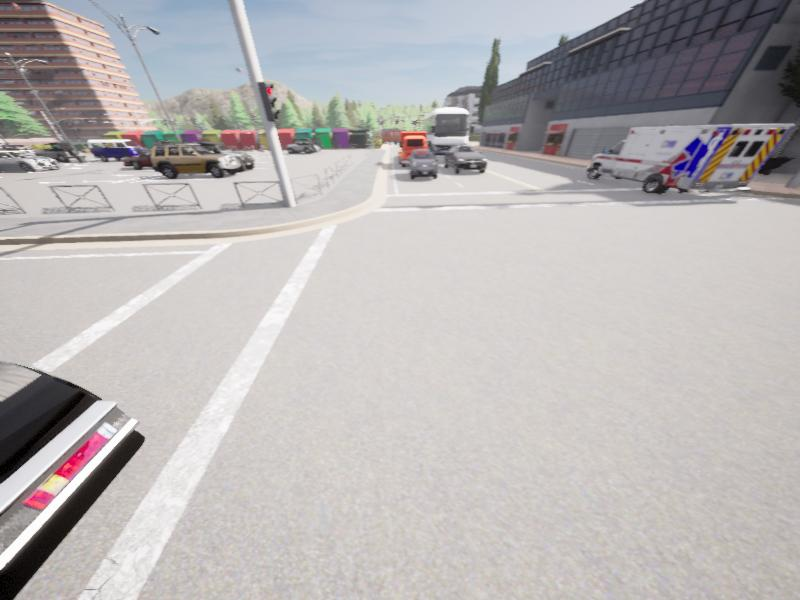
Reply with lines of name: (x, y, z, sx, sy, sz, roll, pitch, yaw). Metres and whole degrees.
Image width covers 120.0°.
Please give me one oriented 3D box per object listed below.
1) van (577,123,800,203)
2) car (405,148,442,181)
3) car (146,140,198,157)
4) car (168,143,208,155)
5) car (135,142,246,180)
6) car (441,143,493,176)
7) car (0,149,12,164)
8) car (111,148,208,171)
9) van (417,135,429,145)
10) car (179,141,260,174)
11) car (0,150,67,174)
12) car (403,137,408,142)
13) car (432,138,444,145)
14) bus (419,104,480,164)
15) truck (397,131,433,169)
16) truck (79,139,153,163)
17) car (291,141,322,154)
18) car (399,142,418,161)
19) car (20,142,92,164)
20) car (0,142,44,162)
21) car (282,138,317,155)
van: (12.091, -6.598, 10.806, 2.351, 2.431, 6.366, -2, 36, -2)
car: (1.374, -8.740, 14.780, 1.845, 1.501, 3.633, -2, 36, -2)
car: (-31.683, -21.213, 32.292, 4.605, 1.855, 1.932, -2, 36, -2)
car: (-31.775, -22.726, 34.770, 3.905, 1.438, 1.784, -2, 36, -2)
car: (-12.981, -8.872, 14.674, 4.605, 1.855, 1.932, -2, 36, -2)
car: (4.732, -10.587, 17.218, 2.152, 1.651, 5.027, -2, 36, -2)
car: (-46.220, -15.651, 25.156, 3.905, 1.438, 1.784, -2, 36, -2)
car: (-19.661, -11.675, 19.128, 5.357, 1.415, 2.033, -2, 36, -2)
van: (6.392, -44.763, 64.618, 2.069, 2.038, 4.480, -7, 36, -8)
car: (-13.085, -10.551, 17.030, 3.866, 1.878, 1.905, -2, 36, -2)
car: (-30.669, -11.214, 18.706, 3.806, 1.475, 1.970, -2, 36, -2)
car: (2.146, -62.113, 89.299, 1.930, 1.638, 5.238, -1, 36, -1)
car: (10.129, -42.436, 61.831, 2.033, 1.411, 5.357, -1, 36, -1)
bus: (4.530, -17.384, 24.467, 3.944, 4.253, 10.273, -2, 36, -1)
truck: (1.102, -13.070, 20.032, 2.627, 2.467, 5.204, -2, 36, -1)
truck: (-31.179, -16.524, 25.562, 4.478, 2.038, 2.069, -2, 36, -2)
car: (-14.335, -23.425, 35.465, 3.806, 1.475, 1.970, -2, 36, -2)
car: (0.883, -17.037, 26.347, 1.801, 1.575, 5.366, -1, 36, -1)
car: (-37.548, -16.179, 25.371, 3.866, 1.878, 1.905, -2, 36, -2)
car: (-46.419, -17.377, 27.212, 4.605, 1.855, 1.932, -2, 36, -2)
car: (-14.191, -21.939, 32.973, 3.866, 1.878, 1.905, -2, 36, -2)
